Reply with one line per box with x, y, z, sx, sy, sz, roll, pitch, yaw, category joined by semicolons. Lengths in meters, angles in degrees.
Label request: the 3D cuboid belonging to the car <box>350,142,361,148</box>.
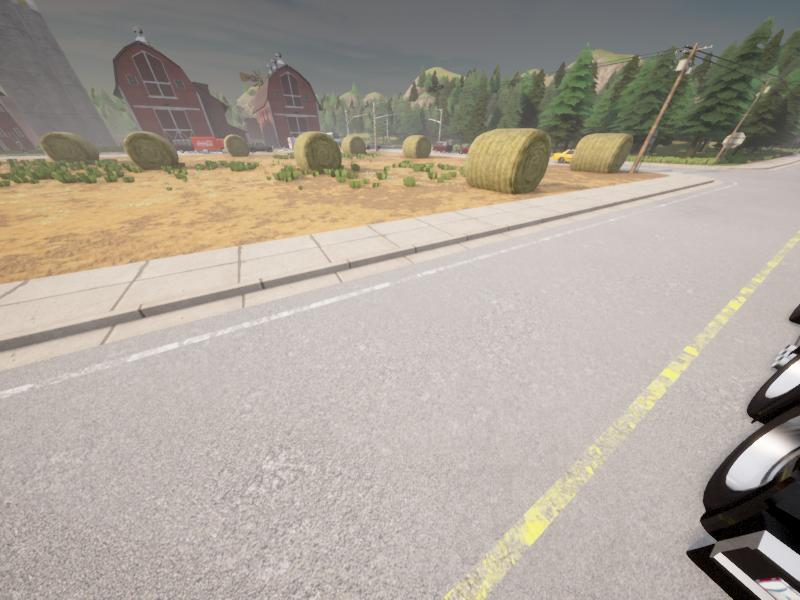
-13.375;-46.438;69.252;1.789;1.549;3.705;-20;40;-27;car

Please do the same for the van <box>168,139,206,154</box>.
-37.162;-26.870;40.495;4.442;1.987;1.775;-20;40;-28;van

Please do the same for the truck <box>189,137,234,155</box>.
-32.206;-26.512;39.670;5.204;2.467;2.627;-21;40;-27;truck

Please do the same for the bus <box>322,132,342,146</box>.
-26.806;-63.083;90.694;3.944;4.253;10.273;-20;40;-27;bus

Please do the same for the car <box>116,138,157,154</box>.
-45.451;-26.653;40.007;1.905;1.878;3.866;13;38;8;car

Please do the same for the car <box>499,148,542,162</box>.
16.338;-19.849;31.539;1.895;1.301;4.718;-20;40;-27;car

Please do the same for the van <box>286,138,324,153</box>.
-19.212;-31.425;46.856;6.366;2.431;2.351;-21;40;-27;van

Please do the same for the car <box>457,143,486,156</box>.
12.694;-26.996;41.337;2.097;1.767;4.553;-20;40;-27;car

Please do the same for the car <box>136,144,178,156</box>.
-38.325;-23.746;36.588;4.181;1.385;1.994;-21;41;-27;car

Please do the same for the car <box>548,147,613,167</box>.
20.358;-16.384;26.346;1.801;1.575;5.366;-20;40;-26;car

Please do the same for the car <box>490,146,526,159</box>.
16.811;-23.217;36.175;2.007;1.525;4.514;-20;40;-27;car

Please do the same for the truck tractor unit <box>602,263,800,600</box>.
5.108;-0.304;0.784;6.516;4.208;3.053;-18;39;-24;truck tractor unit
